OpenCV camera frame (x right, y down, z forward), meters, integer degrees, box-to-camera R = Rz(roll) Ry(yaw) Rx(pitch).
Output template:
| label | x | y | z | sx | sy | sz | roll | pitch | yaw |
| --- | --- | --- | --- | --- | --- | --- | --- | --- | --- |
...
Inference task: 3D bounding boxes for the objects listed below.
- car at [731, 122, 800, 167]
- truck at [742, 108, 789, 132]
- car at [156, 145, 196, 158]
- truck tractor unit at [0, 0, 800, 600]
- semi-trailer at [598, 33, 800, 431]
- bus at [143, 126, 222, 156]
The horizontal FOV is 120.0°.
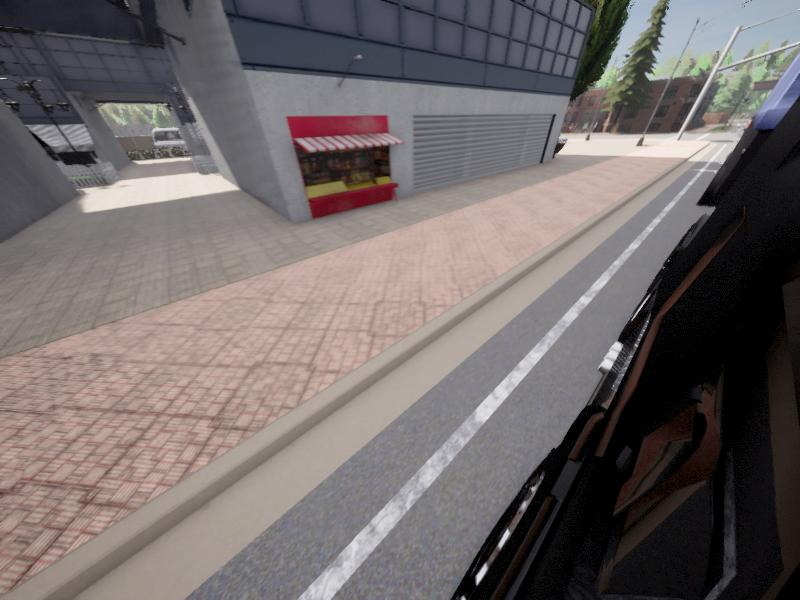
| label | x | y | z | sx | sy | sz | roll | pitch | yaw |
| --- | --- | --- | --- | --- | --- | --- | --- | --- | --- |
| car | 20.390 | -8.614 | 12.641 | 5.238 | 1.638 | 1.930 | -28 | 43 | -30 |
| truck | 53.128 | -26.264 | 33.694 | 5.204 | 2.467 | 2.627 | -28 | 43 | -30 |
| car | -37.554 | -24.963 | 38.825 | 4.674 | 1.442 | 1.812 | -27 | 43 | -29 |
| truck tractor unit | 2.645 | -0.295 | 0.351 | 6.516 | 4.208 | 3.053 | -28 | 44 | -30 |
| semi-trailer | 8.695 | -3.591 | 4.253 | 14.254 | 4.402 | 2.717 | -28 | 43 | -30 |
| bus | -42.463 | -31.542 | 45.696 | 10.273 | 4.253 | 3.944 | -27 | 43 | -29 |
